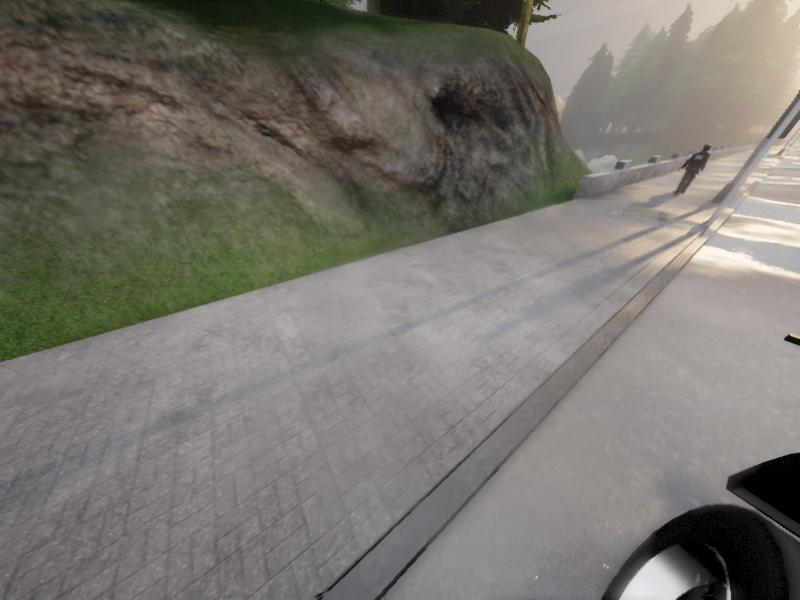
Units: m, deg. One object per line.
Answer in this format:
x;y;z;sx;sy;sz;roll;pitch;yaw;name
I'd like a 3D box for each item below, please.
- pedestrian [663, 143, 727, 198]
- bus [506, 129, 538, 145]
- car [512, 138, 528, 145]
12.015;-5.301;9.468;0.751;1.860;0.751;-20;40;-26;pedestrian
41.935;-56.163;79.396;10.273;4.253;3.944;-22;41;-28;bus
38.620;-51.002;74.384;5.238;1.638;1.930;-22;41;-28;car
